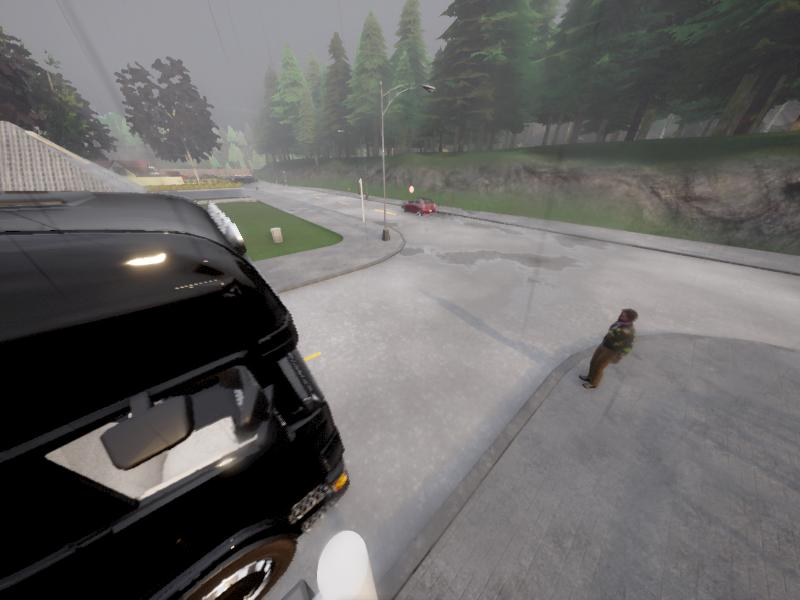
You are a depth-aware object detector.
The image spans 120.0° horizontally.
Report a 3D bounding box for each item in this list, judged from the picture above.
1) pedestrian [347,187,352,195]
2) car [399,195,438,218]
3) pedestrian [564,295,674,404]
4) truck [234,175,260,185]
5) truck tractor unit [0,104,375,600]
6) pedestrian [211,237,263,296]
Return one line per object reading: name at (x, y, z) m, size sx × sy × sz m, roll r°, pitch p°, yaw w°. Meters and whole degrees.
pedestrian at (-8.330, -17.983, 38.002) m, size 0.500 × 1.100 × 0.500 m, roll -23°, pitch 37°, yaw -34°
car at (1.715, -9.288, 22.770) m, size 1.845 × 1.501 × 3.633 m, roll -21°, pitch 36°, yaw -32°
pedestrian at (3.970, 0.957, 4.415) m, size 0.751 × 1.860 × 0.751 m, roll 11°, pitch 32°, yaw 18°
truck at (-40.993, -32.401, 62.228) m, size 2.390 × 2.098 × 6.274 m, roll 2°, pitch 30°, yaw 3°
truck tractor unit at (-3.807, 1.614, 1.190) m, size 6.516 × 4.208 × 3.053 m, roll -23°, pitch 37°, yaw -34°
pedestrian at (-5.603, -1.148, 8.086) m, size 0.751 × 1.860 × 0.751 m, roll -3°, pitch 30°, yaw -5°
